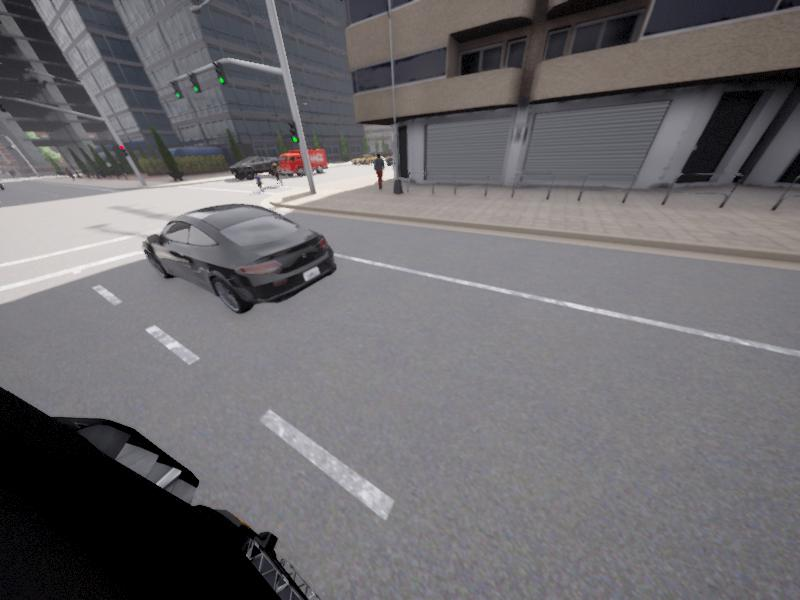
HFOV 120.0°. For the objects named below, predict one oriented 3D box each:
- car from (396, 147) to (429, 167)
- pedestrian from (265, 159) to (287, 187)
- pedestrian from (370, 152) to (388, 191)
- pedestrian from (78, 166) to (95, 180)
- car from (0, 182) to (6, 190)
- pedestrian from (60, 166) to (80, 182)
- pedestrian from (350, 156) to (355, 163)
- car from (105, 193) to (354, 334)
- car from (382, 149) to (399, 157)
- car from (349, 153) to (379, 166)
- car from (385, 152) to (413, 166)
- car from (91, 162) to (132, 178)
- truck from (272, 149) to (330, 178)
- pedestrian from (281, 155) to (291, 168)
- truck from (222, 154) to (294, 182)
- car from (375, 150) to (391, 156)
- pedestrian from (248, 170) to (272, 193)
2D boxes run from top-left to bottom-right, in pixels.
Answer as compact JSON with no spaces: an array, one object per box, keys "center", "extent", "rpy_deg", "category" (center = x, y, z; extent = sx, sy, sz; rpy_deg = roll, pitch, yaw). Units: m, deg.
[{"center":[1.873,-20.363,32.812],"extent":[2.150,2.045,5.566],"rpy_deg":[16,38,27],"category":"car"},{"center":[-9.750,-10.044,18.254],"extent":[0.751,1.860,0.751],"rpy_deg":[20,40,30],"category":"pedestrian"},{"center":[-1.150,-7.221,13.007],"extent":[0.751,1.860,0.751],"rpy_deg":[-2,33,1],"category":"pedestrian"},{"center":[-48.653,-19.745,35.823],"extent":[0.751,1.860,0.751],"rpy_deg":[22,41,33],"category":"pedestrian"},{"center":[-51.543,-14.559,28.856],"extent":[4.892,1.490,1.837],"rpy_deg":[17,38,28],"category":"car"},{"center":[-48.264,-18.431,33.801],"extent":[0.751,1.860,0.751],"rpy_deg":[12,36,21],"category":"pedestrian"},{"center":[-9.165,-27.309,44.761],"extent":[0.500,1.100,0.500],"rpy_deg":[15,38,26],"category":"pedestrian"},{"center":[-3.429,-1.124,4.660],"extent":[4.674,1.442,1.812],"rpy_deg":[16,38,26],"category":"car"},{"center":[-2.860,-43.385,68.184],"extent":[4.553,1.767,2.097],"rpy_deg":[16,38,27],"category":"car"},{"center":[-5.938,-23.667,38.876],"extent":[1.801,1.575,5.366],"rpy_deg":[18,39,29],"category":"car"},{"center":[-0.116,-21.985,35.900],"extent":[2.038,1.542,4.974],"rpy_deg":[16,38,26],"category":"car"},{"center":[-51.493,-23.429,41.481],"extent":[2.390,2.098,6.274],"rpy_deg":[-19,37,-23],"category":"car"},{"center":[-11.025,-15.619,26.301],"extent":[2.627,2.467,5.204],"rpy_deg":[16,38,26],"category":"truck"},{"center":[-18.444,-22.393,37.347],"extent":[0.751,1.860,0.751],"rpy_deg":[9,35,18],"category":"pedestrian"},{"center":[-15.537,-14.892,25.892],"extent":[2.390,2.098,6.274],"rpy_deg":[16,38,27],"category":"truck"},{"center":[-5.749,-50.883,79.992],"extent":[5.366,1.575,1.801],"rpy_deg":[16,38,27],"category":"car"},{"center":[-9.536,-8.067,15.752],"extent":[0.751,1.300,0.751],"rpy_deg":[14,37,25],"category":"pedestrian"}]
